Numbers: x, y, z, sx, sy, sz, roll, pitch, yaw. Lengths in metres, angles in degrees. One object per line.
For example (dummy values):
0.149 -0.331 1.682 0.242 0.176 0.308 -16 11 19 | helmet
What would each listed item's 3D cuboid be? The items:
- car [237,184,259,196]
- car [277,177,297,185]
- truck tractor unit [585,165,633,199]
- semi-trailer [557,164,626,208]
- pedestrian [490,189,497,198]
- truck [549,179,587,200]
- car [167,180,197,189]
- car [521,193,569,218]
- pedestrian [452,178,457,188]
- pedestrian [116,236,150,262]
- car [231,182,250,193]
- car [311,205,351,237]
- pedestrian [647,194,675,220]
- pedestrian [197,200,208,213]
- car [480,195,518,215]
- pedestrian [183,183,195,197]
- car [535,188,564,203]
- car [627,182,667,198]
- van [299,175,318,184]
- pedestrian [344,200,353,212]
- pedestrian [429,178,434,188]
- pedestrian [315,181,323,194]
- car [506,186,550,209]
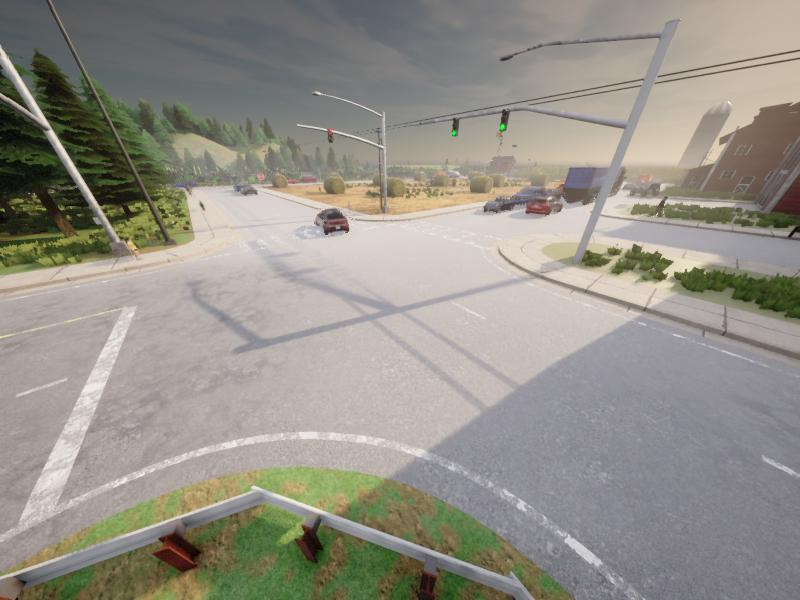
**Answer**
-25.908 -18.765 39.320 2.038 1.542 4.974 -22 37 -33 | car
-30.701 -32.401 62.873 4.514 1.525 2.007 -20 36 -31 | car
31.994 -18.165 35.420 6.516 4.208 3.053 -23 37 -34 | truck tractor unit
25.960 -15.647 30.950 14.254 4.402 2.717 -23 37 -34 | semi-trailer
13.660 -15.532 33.745 0.500 1.100 0.500 -16 34 -26 | pedestrian
25.372 -16.811 34.938 5.204 2.467 2.627 -23 37 -34 | truck
-48.404 -25.763 51.447 4.514 1.525 2.007 -20 36 -31 | car
14.582 -9.558 23.156 4.611 1.667 2.242 -23 37 -35 | car
11.578 -25.008 49.390 0.751 1.860 0.751 0 30 0 | pedestrian
-12.811 -2.467 11.114 0.500 1.100 0.500 -8 31 -13 | pedestrian
-30.385 -21.484 44.022 1.882 1.535 5.008 -22 37 -34 | car
-5.252 -6.057 17.350 1.816 1.474 4.193 -15 33 -24 | car
21.811 -7.789 19.334 0.751 1.860 0.751 -18 35 -29 | pedestrian
-19.849 -9.423 23.217 0.500 1.100 0.500 -24 38 -35 | pedestrian
10.235 -9.931 23.957 3.633 1.501 1.845 -23 37 -34 | car
-31.799 -16.548 34.798 0.751 1.860 0.751 -24 37 -35 | pedestrian
20.426 -14.296 31.502 3.705 1.549 1.789 -23 37 -34 | car
37.519 -16.849 35.271 1.905 1.878 3.866 -2 28 9 | car
-26.052 -34.335 65.762 4.442 1.987 1.775 -20 36 -31 | van
-5.183 -9.472 23.300 0.500 1.100 0.500 12 32 21 | pedestrian
6.729 -24.922 49.241 0.751 1.860 0.751 5 30 8 | pedestrian
-13.875 -19.273 39.481 0.751 1.860 0.751 -22 36 -32 | pedestrian
15.392 -12.350 27.640 5.566 2.045 2.150 -23 37 -34 | car
